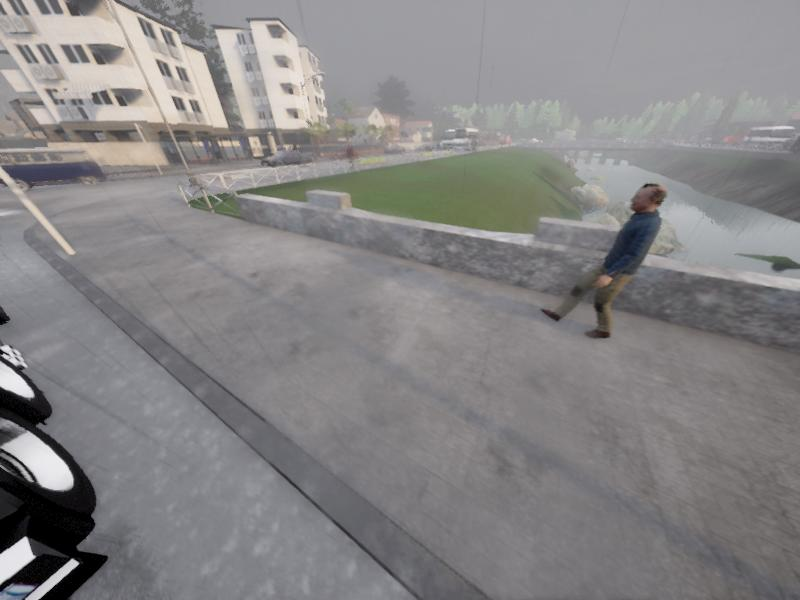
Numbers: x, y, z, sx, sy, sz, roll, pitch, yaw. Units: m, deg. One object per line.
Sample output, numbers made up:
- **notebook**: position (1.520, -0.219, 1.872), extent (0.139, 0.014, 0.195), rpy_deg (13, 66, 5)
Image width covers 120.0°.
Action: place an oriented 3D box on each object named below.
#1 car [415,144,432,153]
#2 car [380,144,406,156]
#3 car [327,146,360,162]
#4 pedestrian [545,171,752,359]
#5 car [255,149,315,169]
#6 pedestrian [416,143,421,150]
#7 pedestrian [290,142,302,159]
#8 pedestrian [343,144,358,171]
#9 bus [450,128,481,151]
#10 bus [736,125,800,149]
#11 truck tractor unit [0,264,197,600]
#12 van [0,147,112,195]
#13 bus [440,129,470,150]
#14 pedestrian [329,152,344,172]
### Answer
- **car**: position (4.876, -31.184, 47.546), extent (1.994, 1.385, 4.181), rpy_deg (18, 39, 24)
- **car**: position (-1.024, -25.445, 39.114), extent (1.930, 1.638, 5.238), rpy_deg (18, 39, 24)
- **car**: position (-7.288, -19.217, 30.254), extent (1.851, 1.617, 3.988), rpy_deg (18, 39, 24)
- **pedestrian**: position (2.432, -0.353, 2.633), extent (0.751, 1.860, 0.751), rpy_deg (18, 39, 25)
- **car**: position (-11.715, -14.736, 24.042), extent (2.033, 1.411, 5.357), rpy_deg (18, 39, 24)
- **pedestrian**: position (4.392, -36.601, 54.952), extent (0.751, 1.300, 0.751), rpy_deg (18, 39, 24)
- **pedestrian**: position (-13.755, -19.681, 30.452), extent (0.751, 1.860, 0.751), rpy_deg (23, 41, 30)
- **pedestrian**: position (-4.143, -12.022, 19.448), extent (0.751, 1.860, 0.751), rpy_deg (17, 39, 24)
- **bus**: position (16.129, -39.115, 56.312), extent (3.944, 4.253, 10.273), rpy_deg (18, 39, 24)
- **bus**: position (86.444, -38.185, 54.373), extent (3.944, 4.253, 10.273), rpy_deg (18, 39, 24)
- **truck tractor unit**: position (-5.115, -0.297, 0.782), extent (6.516, 4.208, 3.053), rpy_deg (18, 39, 24)
- **van**: position (-20.265, -7.443, 13.126), extent (1.775, 1.987, 4.442), rpy_deg (28, 43, 34)
- **bus**: position (14.382, -41.673, 59.996), extent (3.944, 4.253, 10.273), rpy_deg (18, 39, 24)
- **pedestrian**: position (-5.190, -11.262, 18.857), extent (0.751, 1.300, 0.751), rpy_deg (7, 35, 10)
